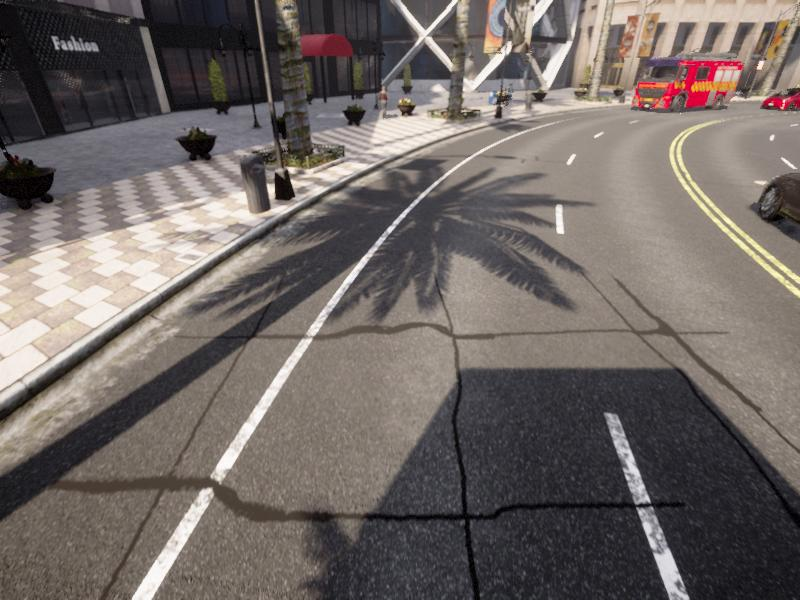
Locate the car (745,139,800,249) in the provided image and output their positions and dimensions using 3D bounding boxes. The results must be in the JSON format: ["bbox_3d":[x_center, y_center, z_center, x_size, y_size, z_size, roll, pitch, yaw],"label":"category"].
[{"bbox_3d":[8.744,-1.528,7.013,2.152,1.651,5.027,8,31,14],"label":"car"}]

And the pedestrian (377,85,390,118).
[{"bbox_3d":[-1.010,-12.584,25.346,0.751,1.860,0.751,0,30,0],"label":"pedestrian"}]

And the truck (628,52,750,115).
[{"bbox_3d":[22.150,-16.690,30.770,8.468,3.827,2.891,-15,33,-23],"label":"truck"}]

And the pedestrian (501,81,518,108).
[{"bbox_3d":[8.671,-16.308,31.711,0.751,1.860,0.751,-23,38,-34],"label":"pedestrian"}]

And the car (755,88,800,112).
[{"bbox_3d":[30.983,-15.767,31.471,4.514,1.525,2.007,-8,31,-14],"label":"car"}]
